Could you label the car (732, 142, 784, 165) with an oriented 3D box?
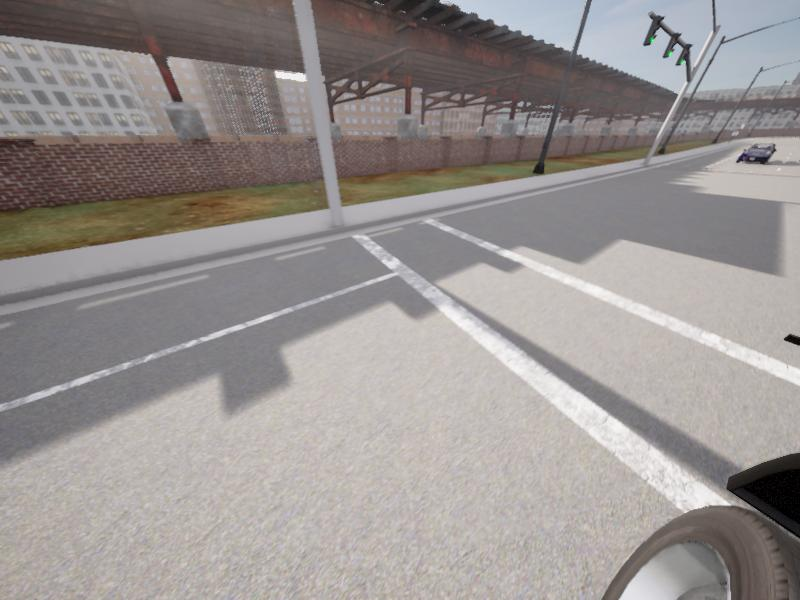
[{"bbox_3d":[32.165,-13.198,20.756,3.633,1.501,1.845,-23,41,-27],"label":"car"}]
